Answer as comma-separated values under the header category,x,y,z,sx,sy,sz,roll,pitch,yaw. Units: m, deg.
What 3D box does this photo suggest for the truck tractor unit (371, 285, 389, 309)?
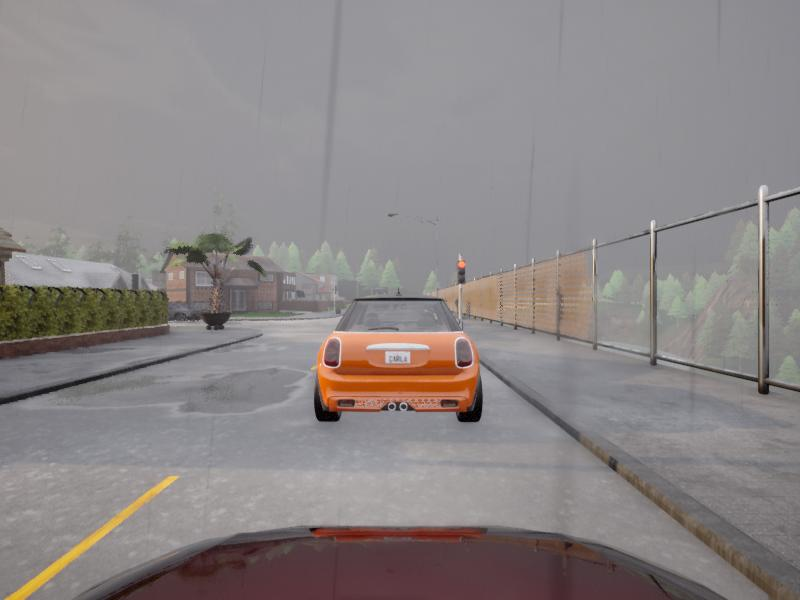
category,x,y,z,sx,sy,sz,roll,pitch,yaw
truck tractor unit,-3.651,-0.525,75.694,3.053,4.208,6.516,0,0,0

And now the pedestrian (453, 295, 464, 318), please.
category,x,y,z,sx,sy,sz,roll,pitch,yaw
pedestrian,4.831,0.533,33.084,0.751,1.860,0.751,0,0,1

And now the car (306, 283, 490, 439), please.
category,x,y,z,sx,sy,sz,roll,pitch,yaw
car,-0.001,0.694,6.836,2.097,1.767,4.553,0,0,1

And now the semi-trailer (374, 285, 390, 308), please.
category,x,y,z,sx,sy,sz,roll,pitch,yaw
semi-trailer,-3.654,-0.619,83.611,2.717,4.402,14.254,0,0,0

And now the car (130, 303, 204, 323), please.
category,x,y,z,sx,sy,sz,roll,pitch,yaw
car,-16.637,0.907,28.740,4.181,1.385,1.994,0,0,0
